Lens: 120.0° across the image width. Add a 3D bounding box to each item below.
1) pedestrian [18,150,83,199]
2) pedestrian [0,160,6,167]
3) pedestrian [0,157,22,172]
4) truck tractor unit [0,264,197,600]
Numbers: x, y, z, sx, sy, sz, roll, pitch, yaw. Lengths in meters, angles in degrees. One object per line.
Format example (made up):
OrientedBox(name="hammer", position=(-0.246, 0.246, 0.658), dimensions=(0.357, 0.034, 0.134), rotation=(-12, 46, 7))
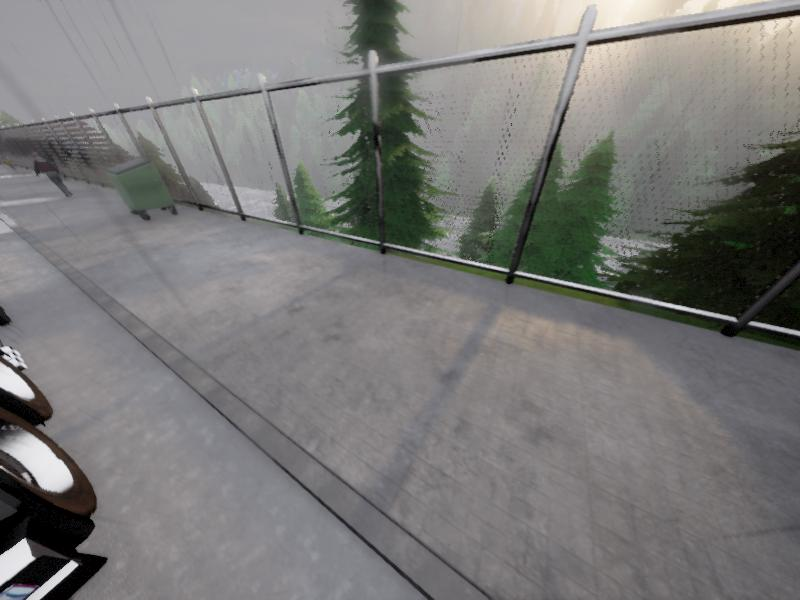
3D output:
OrientedBox(name="pedestrian", position=(-15.764, -5.668, 10.477), dimensions=(0.751, 1.860, 0.751), rotation=(18, 39, 24))
OrientedBox(name="pedestrian", position=(-42.433, -14.830, 23.929), dimensions=(0.751, 1.860, 0.751), rotation=(19, 39, 26))
OrientedBox(name="pedestrian", position=(-34.735, -12.117, 20.613), dimensions=(0.500, 1.100, 0.500), rotation=(19, 39, 25))
OrientedBox(name="truck tractor unit", position=(-5.112, -0.298, 0.787), dimensions=(6.516, 4.208, 3.053), rotation=(18, 39, 24))
